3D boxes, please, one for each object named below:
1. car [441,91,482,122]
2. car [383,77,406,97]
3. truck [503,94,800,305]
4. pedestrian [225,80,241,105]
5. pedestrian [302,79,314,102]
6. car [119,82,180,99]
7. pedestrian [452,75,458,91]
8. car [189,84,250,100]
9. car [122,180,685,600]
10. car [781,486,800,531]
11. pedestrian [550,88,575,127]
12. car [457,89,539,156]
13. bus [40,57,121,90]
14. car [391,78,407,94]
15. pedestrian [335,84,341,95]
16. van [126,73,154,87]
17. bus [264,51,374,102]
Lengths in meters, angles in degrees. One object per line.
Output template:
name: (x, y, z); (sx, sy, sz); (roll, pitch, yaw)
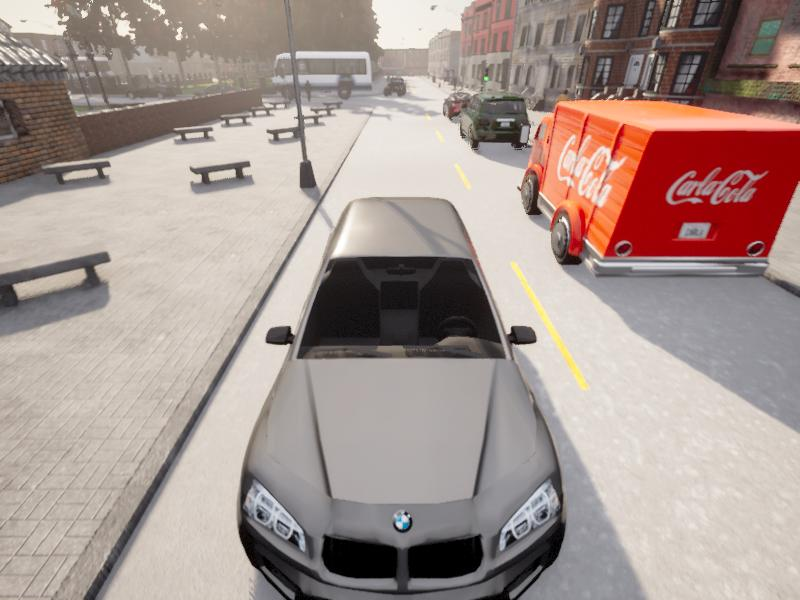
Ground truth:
car: (3.970, -12.908, 26.558); (2.007, 1.525, 4.514); (0, 30, 0)
car: (-0.553, -24.853, 46.619); (1.905, 1.878, 3.866); (5, 31, 9)
truck: (4.001, -2.317, 7.529); (2.627, 2.467, 5.204); (0, 31, 0)
pedestrian: (-14.302, -17.826, 34.360); (0.751, 1.860, 0.751); (-2, 30, -4)
pedestrian: (-8.449, -19.298, 36.878); (0.751, 1.860, 0.751); (1, 30, 2)
car: (-26.441, -22.153, 42.345); (5.008, 1.535, 1.882); (0, 30, 0)
pedestrian: (7.462, -29.463, 54.278); (0.751, 1.860, 0.751); (4, 31, 7)
car: (-19.015, -22.064, 42.337); (5.357, 1.411, 2.033); (0, 30, 1)
car: (0.009, 0.201, 4.004); (2.242, 1.667, 4.611); (0, 30, 0)
car: (3.991, 2.284, 0.814); (1.895, 1.301, 4.718); (0, 30, 0)
pedestrian: (8.931, -10.619, 22.063); (0.751, 1.860, 0.751); (0, 30, 0)
car: (3.997, -7.953, 17.572); (2.150, 2.045, 5.566); (0, 30, 0)
bus: (-49.290, -35.478, 62.421); (3.944, 4.253, 10.273); (0, 31, 0)
car: (-0.102, -27.972, 52.199); (1.930, 1.638, 5.238); (0, 30, 0)
pedestrian: (-7.305, -24.761, 46.990); (0.500, 1.100, 0.500); (0, 30, 0)
van: (-45.349, -38.477, 69.806); (1.775, 1.987, 4.442); (-1, 30, -1)
bus: (-8.052, -22.931, 40.993); (10.273, 4.253, 3.944); (-5, 31, -9)
